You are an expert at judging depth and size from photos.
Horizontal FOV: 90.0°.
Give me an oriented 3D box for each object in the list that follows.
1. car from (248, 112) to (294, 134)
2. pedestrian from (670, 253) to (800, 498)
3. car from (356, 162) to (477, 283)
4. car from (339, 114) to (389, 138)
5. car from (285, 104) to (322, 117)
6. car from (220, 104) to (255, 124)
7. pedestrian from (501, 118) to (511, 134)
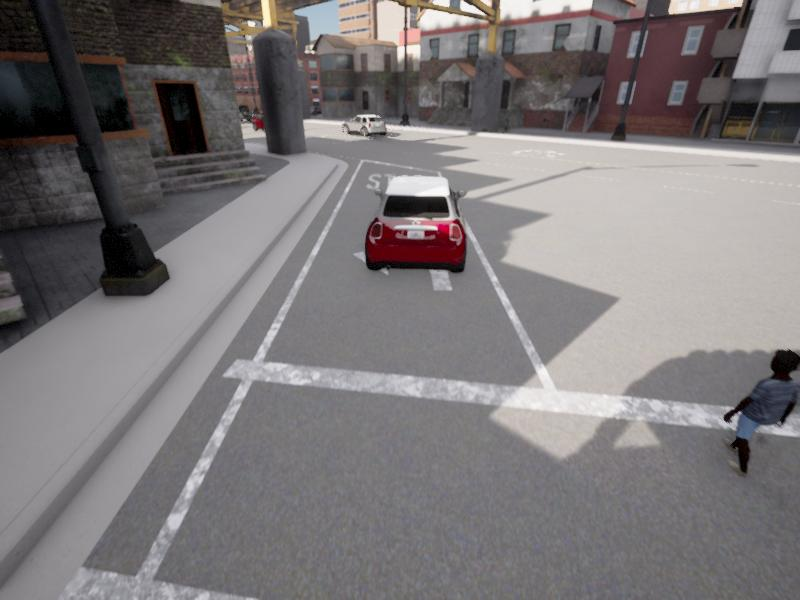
[{"bbox_3d":[-11.178,-15.380,34.630,1.816,1.474,4.193,-25,36,-39],"label":"car"},{"bbox_3d":[3.055,0.637,3.224,0.751,1.860,0.751,1,27,2],"label":"pedestrian"},{"bbox_3d":[0.401,-1.863,8.523,1.970,1.475,3.806,2,27,4],"label":"car"},{"bbox_3d":[-2.847,-13.654,31.285,1.970,1.475,3.806,-21,34,-35],"label":"car"},{"bbox_3d":[-13.638,-26.813,56.572,4.974,1.542,2.038,-7,28,-13],"label":"car"},{"bbox_3d":[-18.481,-21.210,45.439,1.905,1.878,3.866,-25,36,-39],"label":"car"},{"bbox_3d":[8.149,-13.351,30.713,0.500,1.100,0.500,18,32,31],"label":"pedestrian"}]
